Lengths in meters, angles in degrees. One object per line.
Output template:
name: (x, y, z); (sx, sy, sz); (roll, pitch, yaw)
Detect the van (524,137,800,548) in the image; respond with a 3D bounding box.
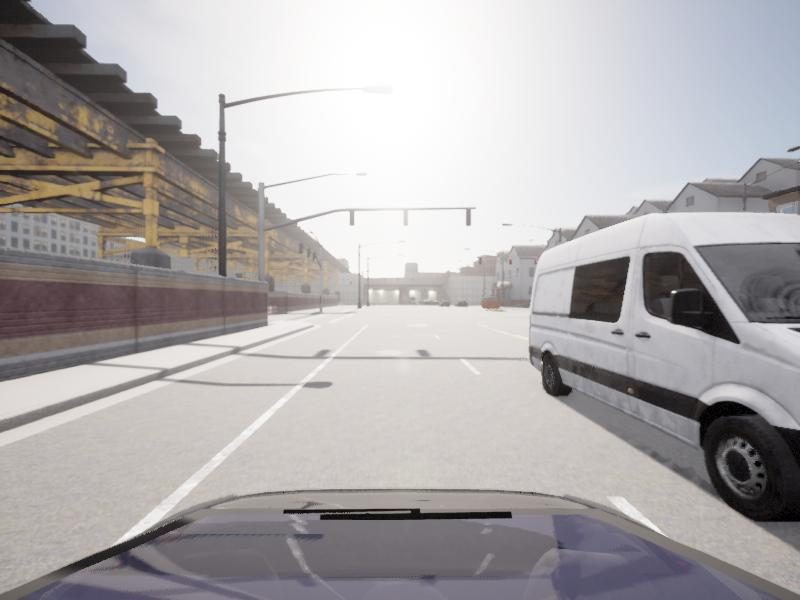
van: (3.466, 0.304, 4.941); (1.988, 2.561, 5.915); (0, -1, -1)

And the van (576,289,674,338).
van: (10.294, 0.544, 18.790); (2.069, 2.038, 4.480); (0, 0, -1)

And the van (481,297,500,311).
van: (13.369, 0.513, 59.316); (1.775, 1.987, 4.442); (0, 0, -1)
